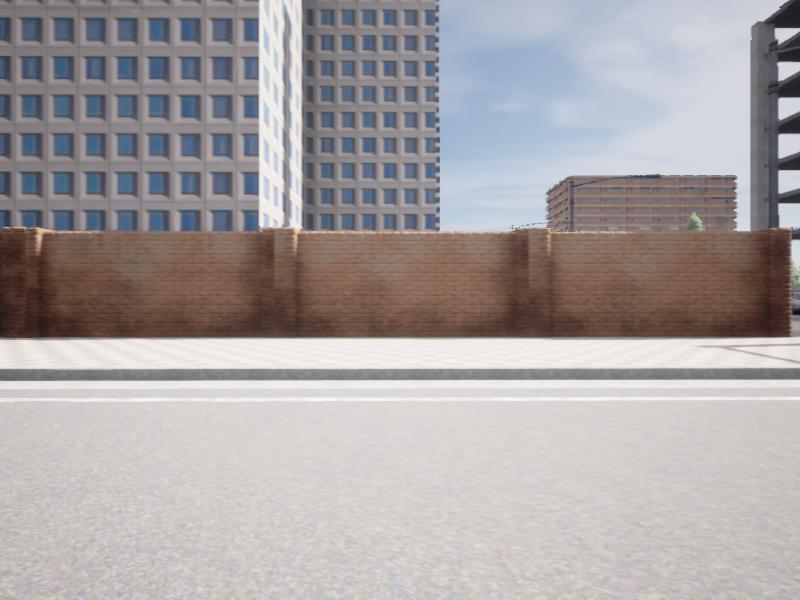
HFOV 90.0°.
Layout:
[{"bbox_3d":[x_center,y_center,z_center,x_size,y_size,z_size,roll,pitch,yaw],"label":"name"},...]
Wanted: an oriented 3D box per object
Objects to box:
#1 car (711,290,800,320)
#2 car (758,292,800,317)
[{"bbox_3d":[20.239,0.249,22.275,2.163,1.488,4.792,0,0,0],"label":"car"},{"bbox_3d":[23.738,0.267,23.179,1.812,1.442,4.674,0,0,0],"label":"car"}]
